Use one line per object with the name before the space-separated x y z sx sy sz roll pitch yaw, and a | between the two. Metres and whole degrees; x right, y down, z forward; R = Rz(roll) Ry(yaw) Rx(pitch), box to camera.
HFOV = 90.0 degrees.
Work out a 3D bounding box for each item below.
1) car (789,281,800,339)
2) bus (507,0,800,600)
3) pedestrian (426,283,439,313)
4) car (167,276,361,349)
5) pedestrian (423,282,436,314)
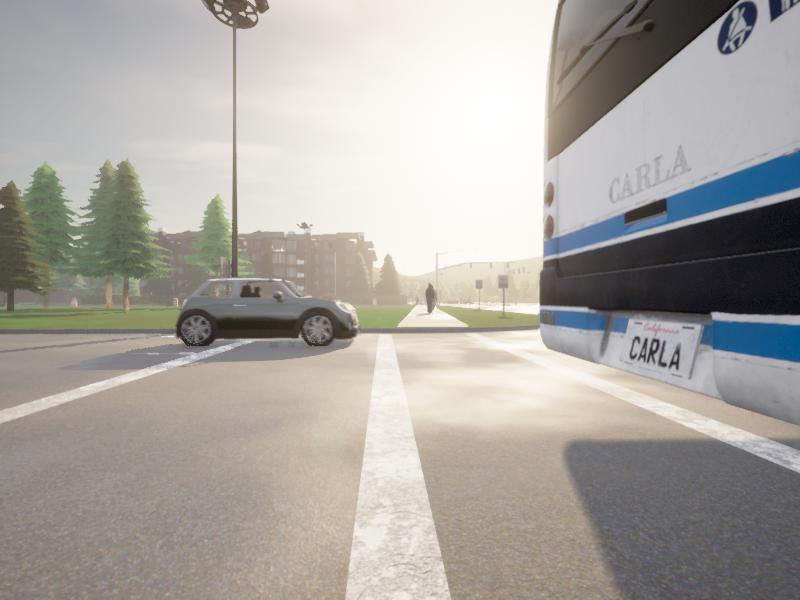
car | 12.353 0.254 9.677 4.193 1.474 1.816 0 0 -2
bus | 6.377 -1.134 2.607 10.273 4.253 3.944 0 0 -2
pedestrian | 2.065 -0.115 25.578 0.751 1.860 0.751 0 0 2
car | -2.873 0.253 9.201 3.806 1.475 1.970 0 0 -2
pedestrian | 1.719 -0.115 23.088 0.751 1.860 0.751 0 0 4
